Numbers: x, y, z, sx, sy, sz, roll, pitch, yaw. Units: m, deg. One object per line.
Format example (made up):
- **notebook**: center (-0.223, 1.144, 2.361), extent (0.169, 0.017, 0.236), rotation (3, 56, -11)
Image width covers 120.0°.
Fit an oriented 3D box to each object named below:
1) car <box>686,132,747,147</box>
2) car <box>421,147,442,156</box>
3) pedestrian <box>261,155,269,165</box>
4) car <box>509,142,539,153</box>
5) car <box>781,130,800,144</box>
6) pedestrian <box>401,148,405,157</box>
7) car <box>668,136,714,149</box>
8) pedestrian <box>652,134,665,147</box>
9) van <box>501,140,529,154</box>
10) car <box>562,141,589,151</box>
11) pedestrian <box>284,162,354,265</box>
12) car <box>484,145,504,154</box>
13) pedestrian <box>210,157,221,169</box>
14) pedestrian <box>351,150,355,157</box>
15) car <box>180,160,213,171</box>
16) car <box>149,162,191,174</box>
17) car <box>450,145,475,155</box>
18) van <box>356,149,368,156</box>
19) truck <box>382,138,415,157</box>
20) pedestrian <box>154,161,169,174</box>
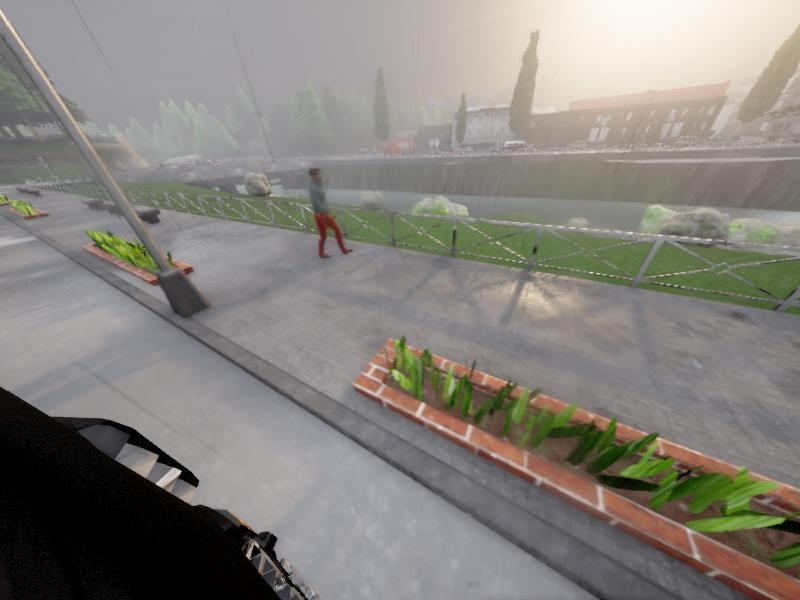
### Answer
- **car**: center (50.688, -25.766, 37.178), extent (5.238, 1.638, 1.930), rotation (15, 38, 26)
- **car**: center (7.910, -37.605, 58.394), extent (4.856, 1.649, 2.033), rotation (15, 38, 26)
- **pedestrian**: center (-30.073, -31.277, 51.486), extent (0.751, 1.860, 0.751), rotation (15, 38, 25)
- **car**: center (26.462, -32.475, 49.203), extent (5.238, 1.638, 1.930), rotation (15, 38, 26)
- **car**: center (59.439, -23.345, 32.852), extent (4.856, 1.649, 2.033), rotation (16, 38, 26)
- **pedestrian**: center (0.684, -37.067, 57.926), extent (0.751, 1.860, 0.751), rotation (-14, 35, -15)
- **car**: center (45.326, -24.657, 36.086), extent (3.806, 1.475, 1.970), rotation (15, 38, 26)
- **pedestrian**: center (46.483, -28.747, 41.567), extent (0.751, 1.860, 0.751), rotation (20, 40, 31)
- **van**: center (23.276, -30.974, 46.843), extent (4.480, 2.038, 2.069), rotation (15, 38, 26)
- **car**: center (34.320, -30.234, 45.353), extent (3.806, 1.475, 1.970), rotation (15, 38, 25)
- **pedestrian**: center (-1.562, -1.742, 4.789), extent (0.751, 1.860, 0.751), rotation (1, 34, 6)
- **car**: center (21.069, -33.894, 51.917), extent (3.806, 1.475, 1.970), rotation (15, 38, 25)
- **pedestrian**: center (-35.848, -26.563, 44.857), extent (0.751, 1.860, 0.751), rotation (24, 42, 34)
- **pedestrian**: center (-15.977, -49.522, 77.989), extent (0.751, 1.860, 0.751), rotation (-25, 40, -30)
- **car**: center (-42.701, -28.336, 48.597), extent (2.242, 1.667, 4.611), rotation (15, 38, 26)
- **car**: center (-42.204, -24.344, 42.553), extent (2.038, 1.542, 4.974), rotation (15, 38, 26)
- **car**: center (14.850, -35.674, 54.959), extent (5.027, 1.651, 2.152), rotation (15, 38, 26)
- **van**: center (-14.746, -56.975, 88.984), extent (2.069, 2.038, 4.480), rotation (15, 38, 26)
- **truck**: center (-0.394, -40.800, 61.874), extent (8.468, 3.827, 2.891), rotation (15, 38, 26)
- **pedestrian**: center (-39.042, -21.730, 37.844), extent (0.751, 1.860, 0.751), rotation (9, 35, 18)
